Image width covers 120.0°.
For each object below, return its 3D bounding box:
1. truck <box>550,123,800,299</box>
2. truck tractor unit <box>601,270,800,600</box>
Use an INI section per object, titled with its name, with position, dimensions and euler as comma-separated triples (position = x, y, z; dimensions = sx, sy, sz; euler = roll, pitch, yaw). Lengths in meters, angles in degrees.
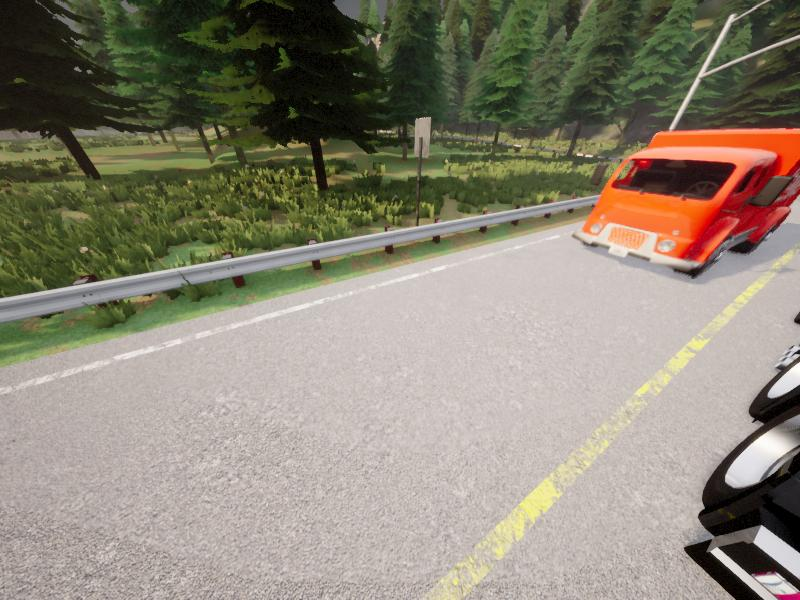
[truck]
position = 6.786, -2.393, 5.322
dimensions = 5.204, 2.467, 2.627
euler = -17, 38, -23
[truck tractor unit]
position = 5.120, -0.292, 0.767
dimensions = 6.516, 4.208, 3.053
euler = -18, 39, -24
